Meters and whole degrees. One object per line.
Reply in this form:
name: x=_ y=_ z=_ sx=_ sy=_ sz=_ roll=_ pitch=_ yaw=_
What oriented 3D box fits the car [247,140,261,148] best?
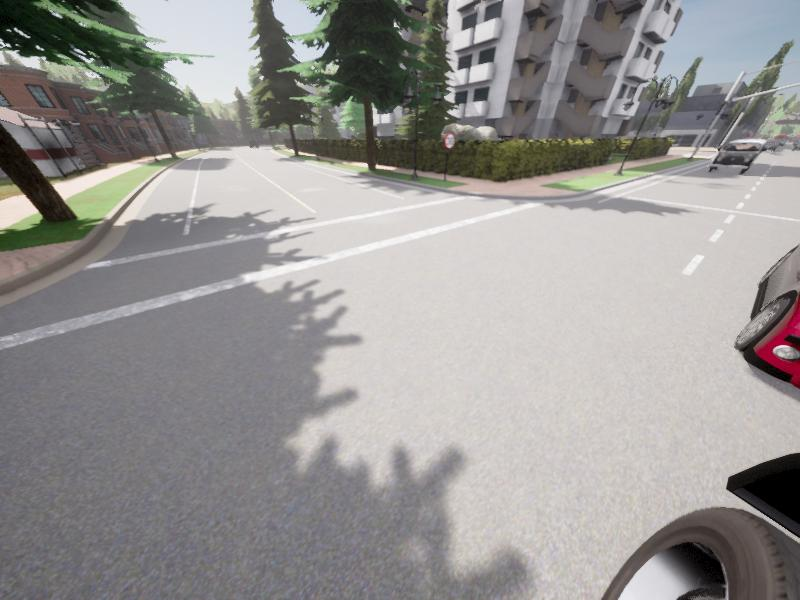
car: x=-39.369 y=-42.118 z=62.282 sx=1.905 sy=1.878 sz=3.866 roll=-9 pitch=36 yaw=-12

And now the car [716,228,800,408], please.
car: x=5.841 y=0.053 z=2.525 sx=3.806 sy=1.475 sz=1.970 roll=-22 pitch=41 yaw=-28

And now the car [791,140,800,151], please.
car: x=69.340 y=-26.468 z=39.377 sx=4.553 sy=1.767 sz=2.097 roll=-23 pitch=41 yaw=-28

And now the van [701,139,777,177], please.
van: x=24.329 y=-10.339 z=16.622 sx=4.480 sy=2.038 sz=2.069 roll=-23 pitch=41 yaw=-28

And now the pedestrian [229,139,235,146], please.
pedestrian: x=-51.632 y=-48.331 z=70.900 sx=0.751 sy=1.860 sz=0.751 roll=-5 pitch=35 yaw=-7

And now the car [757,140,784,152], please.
car: x=63.493 y=-26.427 z=39.553 sx=3.705 sy=1.549 sz=1.789 roll=-23 pitch=41 yaw=-28
